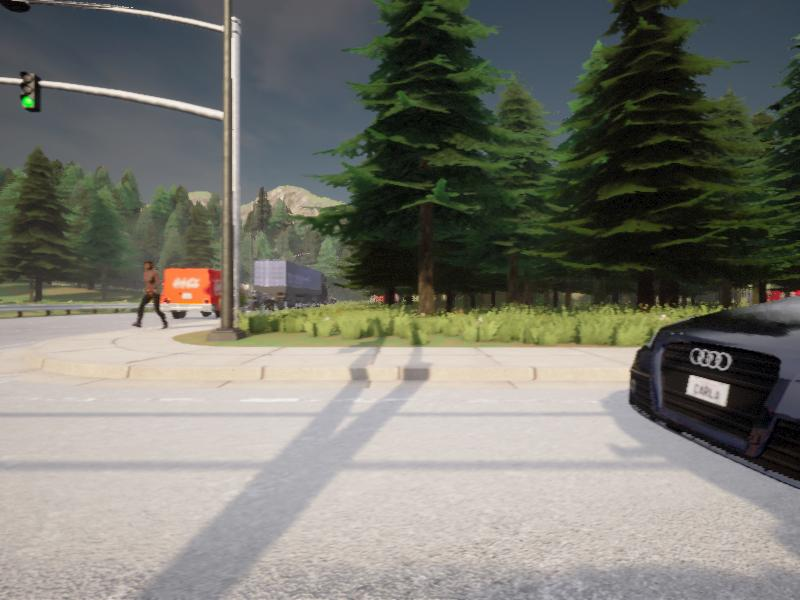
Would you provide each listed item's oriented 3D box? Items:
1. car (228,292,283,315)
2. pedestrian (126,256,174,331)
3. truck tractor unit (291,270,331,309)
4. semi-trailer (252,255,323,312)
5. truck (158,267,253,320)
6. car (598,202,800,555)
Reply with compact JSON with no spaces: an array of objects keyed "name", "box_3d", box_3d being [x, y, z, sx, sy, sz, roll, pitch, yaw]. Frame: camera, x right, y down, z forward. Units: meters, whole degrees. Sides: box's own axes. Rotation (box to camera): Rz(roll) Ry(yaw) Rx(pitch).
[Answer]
[{"name":"car","box_3d":[-10.262,0.204,28.853,2.128,1.511,4.902,0,0,0]},{"name":"pedestrian","box_3d":[-6.461,-0.151,10.367,0.751,1.860,0.751,0,0,15]},{"name":"truck tractor unit","box_3d":[-10.123,-1.159,46.204,3.053,4.208,6.516,0,0,1]},{"name":"semi-trailer","box_3d":[-10.169,-1.261,38.292,2.717,4.402,14.254,0,0,0]},{"name":"truck","box_3d":[-10.090,-0.288,21.404,2.627,2.467,5.204,0,0,-1]},{"name":"car","box_3d":[3.661,0.310,2.170,4.181,1.385,1.994,0,0,0]}]
